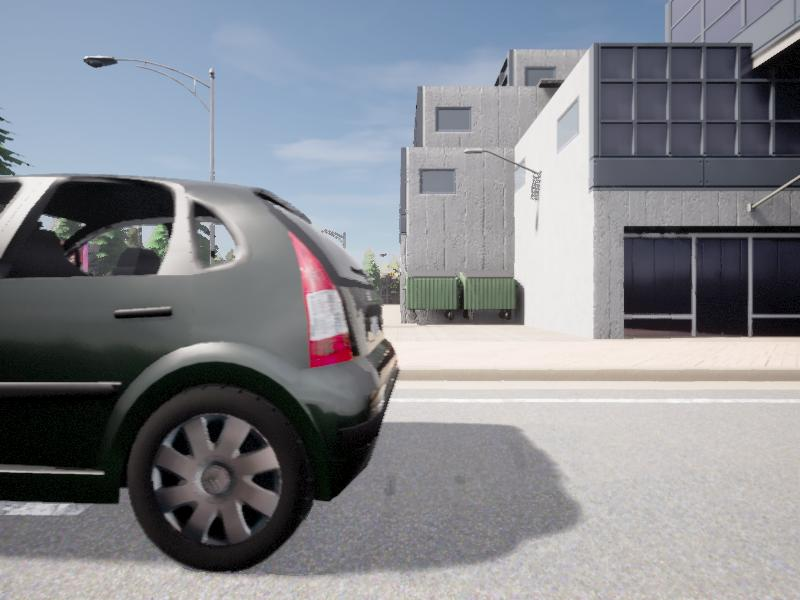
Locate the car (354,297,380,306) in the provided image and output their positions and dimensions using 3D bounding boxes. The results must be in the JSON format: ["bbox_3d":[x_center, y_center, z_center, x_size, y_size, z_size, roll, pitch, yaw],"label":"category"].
[{"bbox_3d":[-5.968,0.265,72.756,2.007,1.525,4.514,0,0,39],"label":"car"}]

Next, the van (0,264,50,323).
[{"bbox_3d":[-18.135,-0.278,16.612,1.988,2.561,5.915,0,0,1],"label":"van"}]

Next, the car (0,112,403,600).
[{"bbox_3d":[-2.020,0.189,2.359,3.988,1.617,1.851,0,0,3],"label":"car"}]
